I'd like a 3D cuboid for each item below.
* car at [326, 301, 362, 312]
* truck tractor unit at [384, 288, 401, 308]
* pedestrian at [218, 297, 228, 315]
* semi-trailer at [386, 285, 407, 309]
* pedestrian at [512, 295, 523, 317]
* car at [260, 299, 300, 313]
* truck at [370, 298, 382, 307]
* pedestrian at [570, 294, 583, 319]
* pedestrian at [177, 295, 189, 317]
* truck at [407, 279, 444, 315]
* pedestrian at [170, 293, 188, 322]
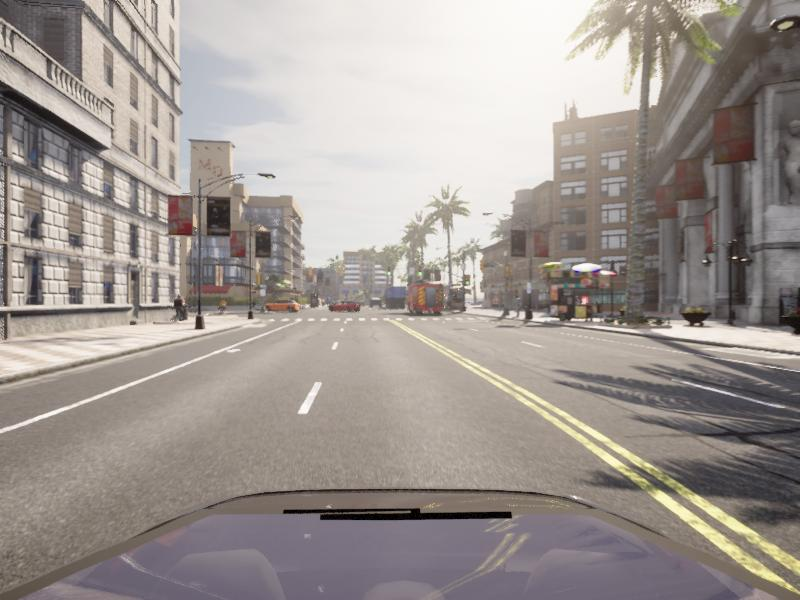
[{"bbox_3d":[-7.463,0.840,53.513,4.514,1.525,2.007,0,0,31],"label":"car"},{"bbox_3d":[-1.774,-0.515,88.245,3.053,4.208,6.516,0,0,-6],"label":"truck tractor unit"},{"bbox_3d":[-19.237,0.654,43.478,0.751,1.860,0.751,0,0,-4],"label":"pedestrian"},{"bbox_3d":[-0.889,-0.610,80.377,2.717,4.402,14.254,0,0,-6],"label":"semi-trailer"},{"bbox_3d":[9.759,0.483,33.116,0.751,1.860,0.751,0,0,26],"label":"pedestrian"},{"bbox_3d":[-15.472,0.711,51.803,4.553,1.767,2.097,0,0,2],"label":"car"},{"bbox_3d":[-5.482,0.557,89.930,2.390,2.098,6.274,0,0,-6],"label":"truck"},{"bbox_3d":[13.423,0.481,30.372,0.751,1.860,0.751,0,0,35],"label":"pedestrian"},{"bbox_3d":[-18.988,0.501,35.001,0.751,1.860,0.751,0,0,-45],"label":"pedestrian"},{"bbox_3d":[2.840,-0.317,47.039,2.891,3.827,8.468,0,0,-6],"label":"truck"},{"bbox_3d":[-14.302,0.497,25.893,0.751,1.860,0.751,0,0,-5],"label":"pedestrian"}]
